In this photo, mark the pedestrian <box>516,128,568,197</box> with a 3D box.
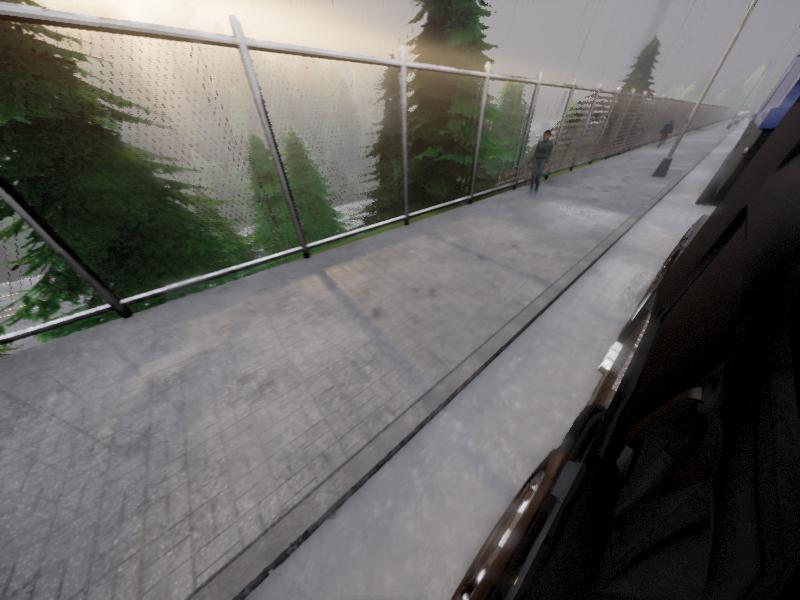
[{"bbox_3d":[4.682,-4.548,7.715,0.751,1.860,0.751,-27,43,-29],"label":"pedestrian"}]

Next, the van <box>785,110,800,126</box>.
[{"bbox_3d":[65.483,-29.834,37.774,4.442,1.987,1.775,-28,43,-30],"label":"van"}]

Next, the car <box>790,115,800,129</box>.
[{"bbox_3d":[55.315,-24.192,31.291,3.806,1.475,1.970,-28,43,-30],"label":"car"}]

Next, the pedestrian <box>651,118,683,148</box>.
[{"bbox_3d":[20.536,-12.831,17.797,0.751,1.860,0.751,-27,43,-29],"label":"pedestrian"}]

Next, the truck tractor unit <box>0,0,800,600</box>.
[{"bbox_3d":[2.645,-0.295,0.351,6.516,4.208,3.053,-28,44,-30],"label":"truck tractor unit"}]

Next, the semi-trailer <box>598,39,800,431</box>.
[{"bbox_3d":[8.689,-3.606,4.245,14.254,4.402,2.717,-28,43,-30],"label":"semi-trailer"}]
